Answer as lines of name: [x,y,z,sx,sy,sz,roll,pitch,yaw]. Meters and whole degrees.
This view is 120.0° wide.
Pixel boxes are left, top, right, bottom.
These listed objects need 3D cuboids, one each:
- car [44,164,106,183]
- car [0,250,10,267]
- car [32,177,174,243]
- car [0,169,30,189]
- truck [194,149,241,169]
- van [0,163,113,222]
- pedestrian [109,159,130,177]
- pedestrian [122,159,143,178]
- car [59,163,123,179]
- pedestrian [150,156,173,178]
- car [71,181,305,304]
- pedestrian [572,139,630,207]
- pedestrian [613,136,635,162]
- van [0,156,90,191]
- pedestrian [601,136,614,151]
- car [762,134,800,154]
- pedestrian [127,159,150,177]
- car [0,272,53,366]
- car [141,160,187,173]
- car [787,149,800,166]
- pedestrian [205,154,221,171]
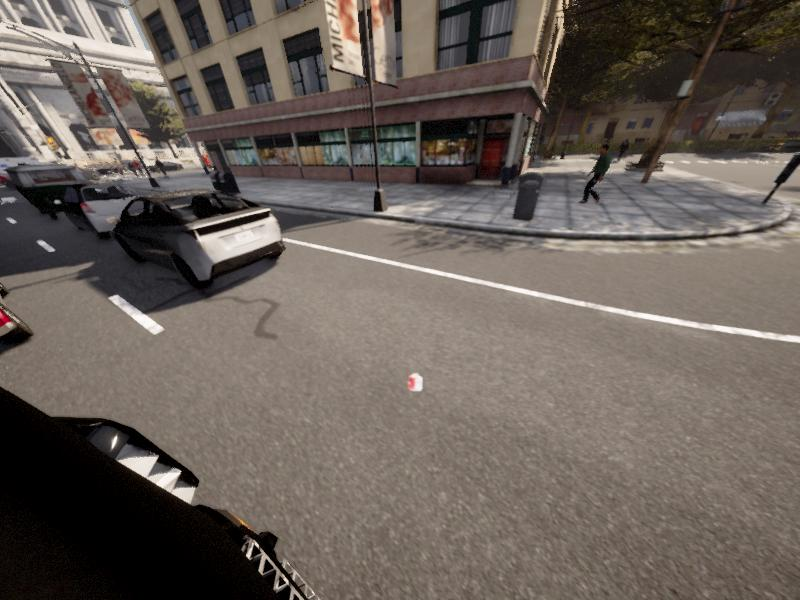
car: [-36.962,-14.483,26.386,1.845,1.501,3.633,16,38,26]
car: [-12.227,-1.584,5.616,4.514,1.525,2.007,16,38,26]
car: [-10.105,-3.234,7.928,3.633,1.501,1.845,16,38,25]
car: [-40.094,-11.372,22.008,2.163,1.488,4.792,16,38,26]
truck: [-31.300,-24.357,39.849,2.627,2.467,5.204,16,38,26]
van: [-15.914,-5.080,10.639,4.442,1.987,1.775,16,38,26]
pedestrian: [-35.538,-16.728,29.292,0.751,1.860,0.751,12,36,20]
pedestrian: [-31.846,-15.708,27.536,0.751,1.860,0.751,-16,36,-19]
car: [-41.658,-17.580,31.337,2.163,1.488,4.792,16,38,26]
pedestrian: [-23.854,-13.266,23.117,0.751,1.860,0.751,20,40,30]
car: [-4.683,-1.630,5.196,4.514,1.525,2.007,16,38,26]
pedestrian: [6.524,-4.176,7.639,0.751,1.860,0.751,13,37,21]
pedestrian: [19.631,-13.254,20.285,0.751,1.860,0.751,24,42,33]
van: [-35.695,-12.245,22.174,2.351,2.431,6.366,16,38,26]
pedestrian: [32.079,-24.190,35.735,0.751,1.860,0.751,16,38,25]
car: [40.422,-15.204,22.402,5.366,1.575,1.801,16,38,26]
pedestrian: [-31.276,-15.820,27.666,0.751,1.860,0.751,2,34,7]
car: [-6.937,-0.046,2.963,3.705,1.549,1.789,16,38,26]
car: [-35.241,-19.988,34.602,1.994,1.385,4.181,16,38,26]
car: [26.940,-8.947,14.001,1.789,1.549,3.705,15,38,25]
pedestrian: [-23.664,-17.383,29.224,0.751,1.860,0.751,19,40,29]
